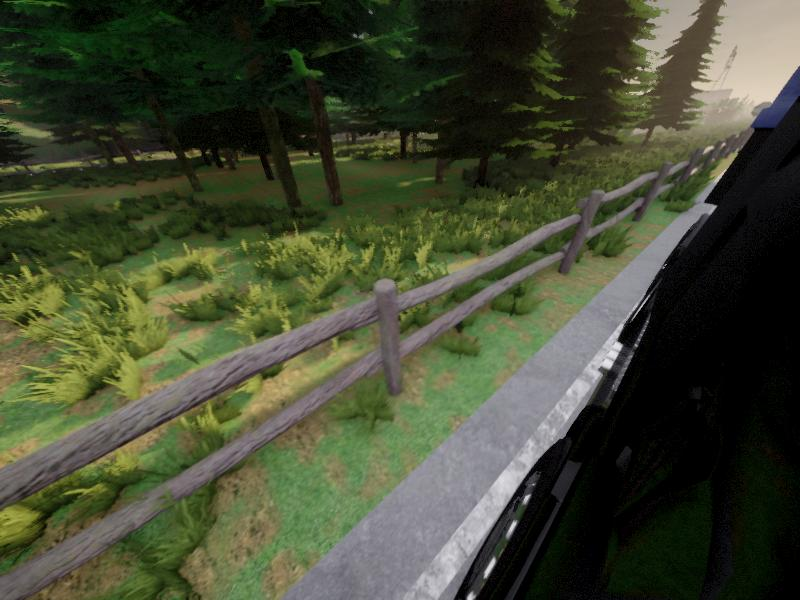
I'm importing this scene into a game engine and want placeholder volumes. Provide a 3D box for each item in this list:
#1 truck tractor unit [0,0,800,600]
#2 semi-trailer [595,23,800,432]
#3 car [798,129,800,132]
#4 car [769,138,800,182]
[{"bbox_3d":[2.645,-0.295,0.351,6.516,4.208,3.053,-28,44,-30],"label":"truck tractor unit"},{"bbox_3d":[8.845,-3.507,4.068,14.254,4.402,2.717,-26,43,-28],"label":"semi-trailer"},{"bbox_3d":[46.539,-19.607,25.475,4.902,1.511,2.128,-25,42,-27],"label":"car"},{"bbox_3d":[16.486,-5.507,8.782,4.181,1.385,1.994,-25,42,-27],"label":"car"}]
